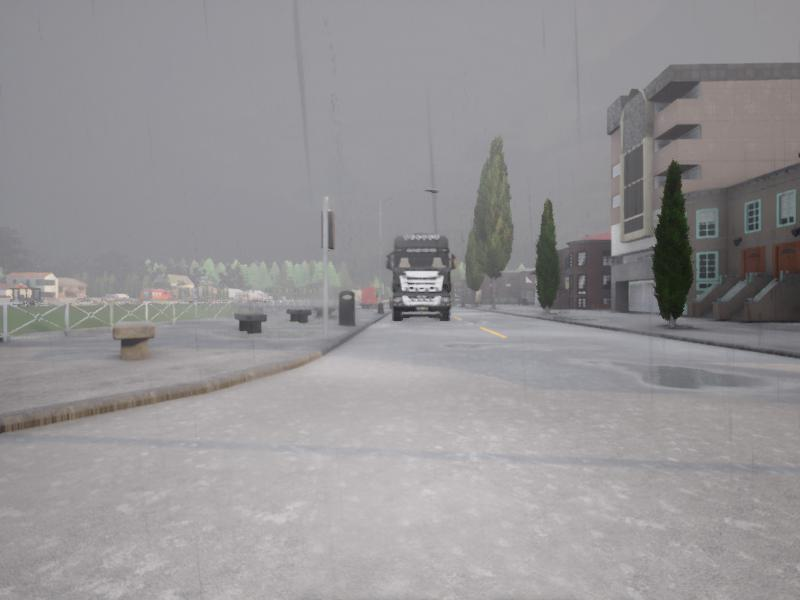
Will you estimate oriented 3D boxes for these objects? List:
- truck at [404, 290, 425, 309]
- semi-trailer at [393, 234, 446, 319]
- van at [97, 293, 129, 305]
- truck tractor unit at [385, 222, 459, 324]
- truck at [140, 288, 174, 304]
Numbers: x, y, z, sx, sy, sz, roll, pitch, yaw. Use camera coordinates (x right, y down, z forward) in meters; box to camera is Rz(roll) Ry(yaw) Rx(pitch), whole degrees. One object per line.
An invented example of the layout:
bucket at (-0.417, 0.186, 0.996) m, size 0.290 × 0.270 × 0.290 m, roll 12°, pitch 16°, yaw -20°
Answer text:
truck at (1.789, -0.057, 49.320) m, size 2.390 × 2.098 × 6.274 m, roll 0°, pitch 0°, yaw 2°
semi-trailer at (1.172, -1.216, 27.820) m, size 2.717 × 4.402 × 14.254 m, roll 0°, pitch 0°, yaw 1°
van at (-62.906, -0.218, 87.991) m, size 2.351 × 2.431 × 6.366 m, roll 0°, pitch 0°, yaw 2°
truck tractor unit at (0.990, -1.113, 19.908) m, size 3.053 × 4.208 × 6.516 m, roll 0°, pitch 0°, yaw 1°
truck at (-58.661, -0.916, 96.716) m, size 2.891 × 3.827 × 8.468 m, roll 0°, pitch 0°, yaw 2°
